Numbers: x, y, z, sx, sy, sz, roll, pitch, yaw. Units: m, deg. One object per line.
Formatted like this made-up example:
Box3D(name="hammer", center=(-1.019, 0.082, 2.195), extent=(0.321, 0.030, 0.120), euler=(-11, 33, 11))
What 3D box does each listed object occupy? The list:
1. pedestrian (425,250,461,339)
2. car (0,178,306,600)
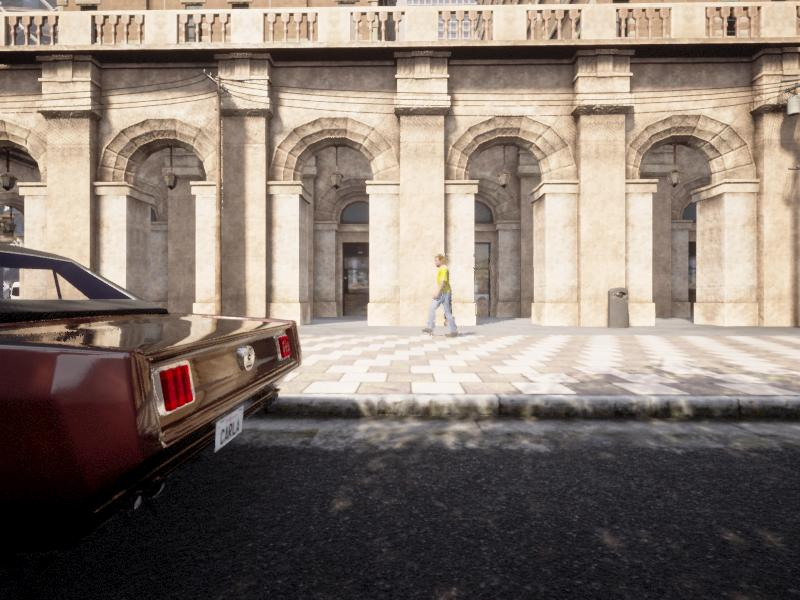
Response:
Box3D(name="pedestrian", center=(0.925, -0.115, 8.798), extent=(0.751, 1.860, 0.751), euler=(0, 0, 2))
Box3D(name="car", center=(-3.058, 0.338, 2.008), extent=(4.718, 1.301, 1.895), euler=(0, 0, 1))
